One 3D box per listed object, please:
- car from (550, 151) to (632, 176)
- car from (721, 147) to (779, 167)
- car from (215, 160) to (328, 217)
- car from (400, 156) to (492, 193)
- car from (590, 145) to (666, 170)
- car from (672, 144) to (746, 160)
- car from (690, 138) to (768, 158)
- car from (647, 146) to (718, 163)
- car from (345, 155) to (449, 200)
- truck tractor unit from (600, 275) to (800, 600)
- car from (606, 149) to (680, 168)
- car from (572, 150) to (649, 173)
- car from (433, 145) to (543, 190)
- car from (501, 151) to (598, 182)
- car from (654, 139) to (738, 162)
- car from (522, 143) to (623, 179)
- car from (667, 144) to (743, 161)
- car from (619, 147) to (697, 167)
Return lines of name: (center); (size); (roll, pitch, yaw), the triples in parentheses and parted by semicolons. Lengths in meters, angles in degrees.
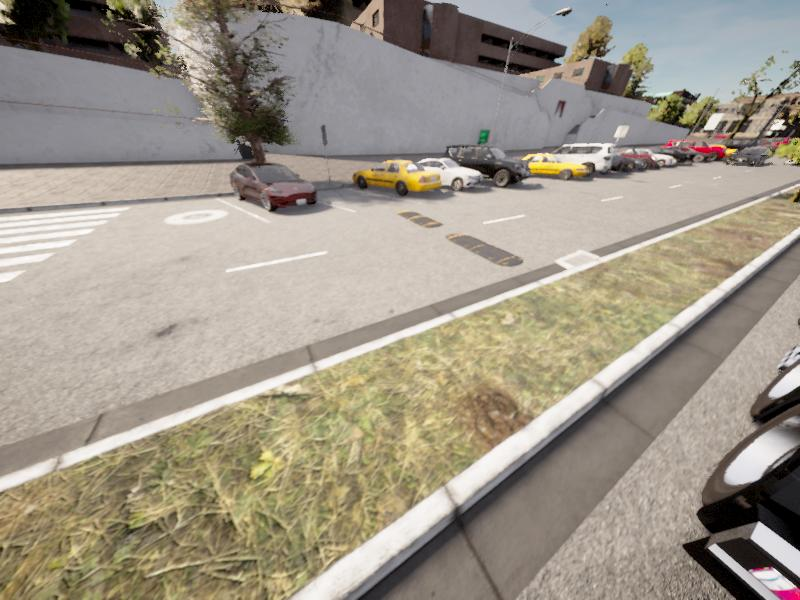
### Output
car: (15.619, -11.439, 19.144); (4.792, 1.488, 2.163); (26, 43, 33)
car: (34.106, -13.981, 22.502); (4.892, 1.490, 1.837); (-17, 39, -23)
car: (-5.462, -4.902, 9.723); (4.792, 1.488, 2.163); (26, 42, 33)
car: (2.436, -7.324, 13.287); (4.674, 1.452, 2.002); (26, 42, 33)
car: (20.904, -13.238, 21.384); (4.553, 1.767, 2.185); (26, 43, 34)
car: (39.262, -19.074, 29.620); (5.366, 1.575, 1.946); (26, 43, 34)
car: (44.652, -20.890, 31.707); (5.566, 2.045, 2.435); (26, 43, 34)
car: (31.511, -16.454, 26.058); (4.792, 1.488, 2.163); (26, 43, 34)
car: (-0.347, -6.614, 12.178); (5.366, 1.575, 1.946); (26, 43, 33)
truck tractor unit: (5.129, -0.281, 0.758); (6.516, 4.208, 3.053); (-17, 39, -23)
car: (23.567, -13.929, 22.618); (4.674, 1.452, 2.002); (26, 43, 34)
car: (18.290, -12.253, 20.306); (4.674, 1.452, 2.002); (26, 42, 33)
car: (5.105, -8.363, 14.285); (5.566, 2.045, 2.435); (26, 42, 33)
car: (10.500, -9.737, 16.680); (5.366, 1.575, 1.946); (26, 42, 33)
car: (34.147, -17.527, 27.055); (5.566, 2.045, 2.435); (26, 43, 34)
car: (12.979, -10.842, 17.821); (5.566, 2.045, 2.435); (26, 43, 33)
car: (36.906, -18.104, 28.261); (5.366, 1.575, 1.946); (26, 43, 34)
car: (26.210, -14.798, 23.742); (5.008, 1.535, 2.097); (26, 43, 34)
